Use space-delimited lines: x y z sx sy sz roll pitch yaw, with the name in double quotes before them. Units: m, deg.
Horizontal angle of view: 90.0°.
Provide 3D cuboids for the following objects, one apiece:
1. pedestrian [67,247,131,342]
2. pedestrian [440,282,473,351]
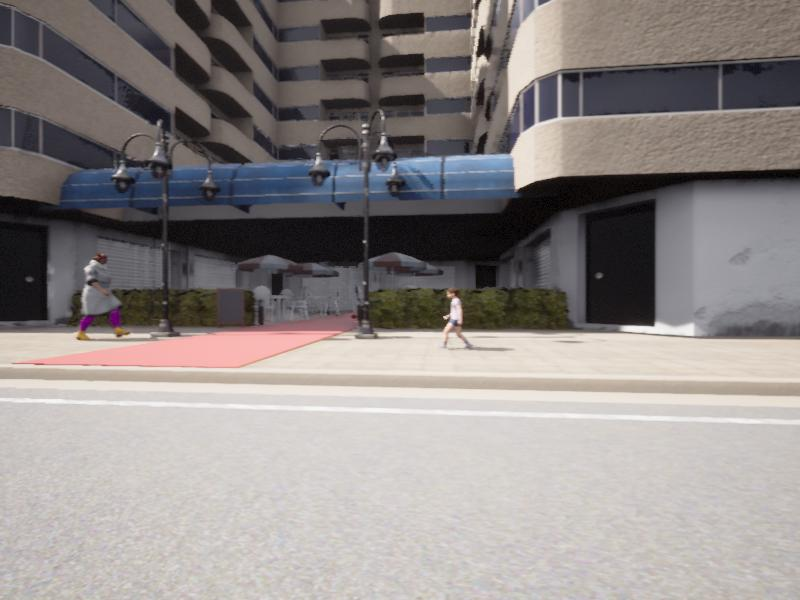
"pedestrian" -6.171 -0.110 8.248 0.751 1.860 0.751 0 0 -1
"pedestrian" 0.946 0.267 6.689 0.500 1.100 0.500 0 0 14
